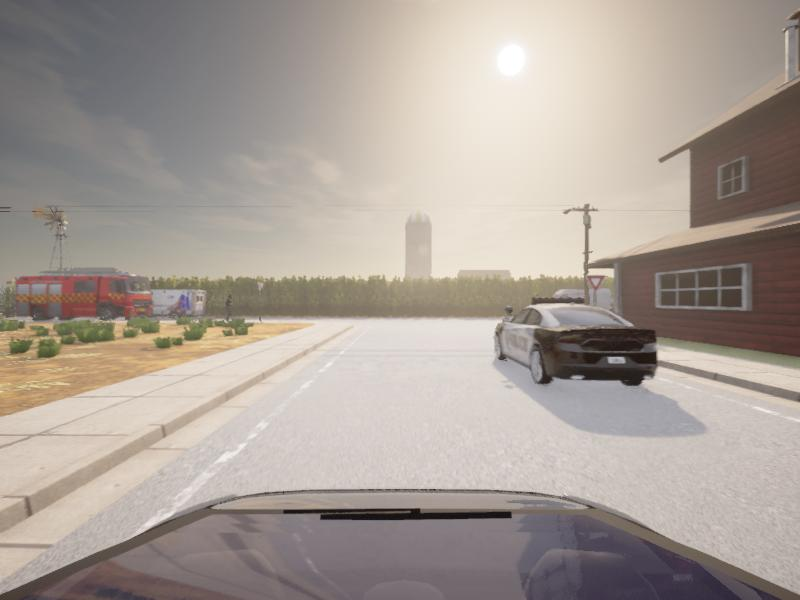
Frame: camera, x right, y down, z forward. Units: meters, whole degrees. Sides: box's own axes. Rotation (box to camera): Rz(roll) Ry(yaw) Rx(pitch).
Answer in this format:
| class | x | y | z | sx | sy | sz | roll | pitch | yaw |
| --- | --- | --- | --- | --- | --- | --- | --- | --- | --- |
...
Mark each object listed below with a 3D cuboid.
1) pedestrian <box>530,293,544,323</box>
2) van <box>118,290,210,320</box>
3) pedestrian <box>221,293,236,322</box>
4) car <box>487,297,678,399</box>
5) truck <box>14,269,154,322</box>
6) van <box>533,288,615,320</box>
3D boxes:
| class | x | y | z | sx | sy | sz | roll | pitch | yaw |
| --- | --- | --- | --- | --- | --- | --- | --- | --- | --- |
| pedestrian | 8.623 | 0.494 | 25.204 | 0.751 | 1.860 | 0.751 | 0 | 0 | 28 |
| van | -19.783 | 0.403 | 33.775 | 6.366 | 2.431 | 2.351 | 0 | 0 | 1 |
| pedestrian | -11.163 | 0.510 | 26.108 | 0.751 | 1.860 | 0.751 | 0 | 0 | -10 |
| car | 3.501 | 0.770 | 9.048 | 1.930 | 1.638 | 5.238 | 0 | 0 | 0 |
| truck | -23.719 | -0.297 | 30.331 | 8.468 | 3.827 | 2.891 | 0 | 0 | 1 |
| van | 14.360 | 0.347 | 33.260 | 5.915 | 2.561 | 1.988 | 0 | 0 | 1 |
